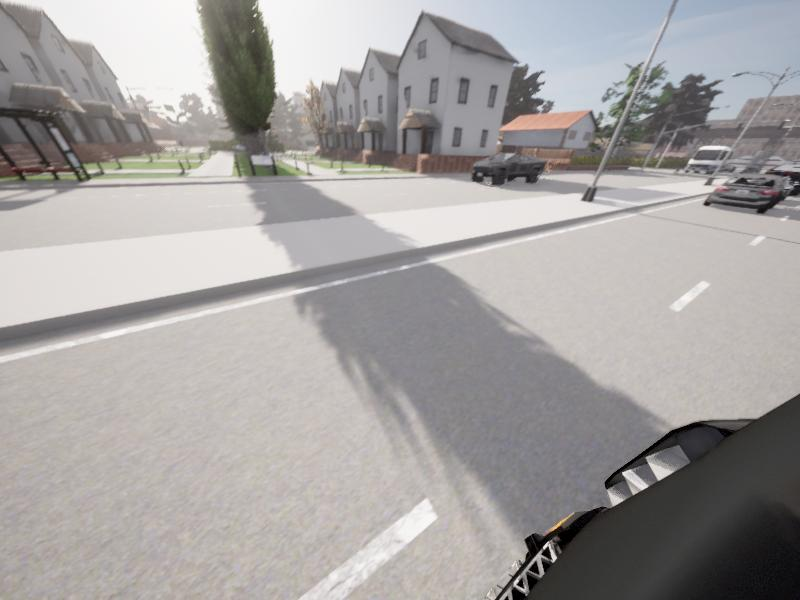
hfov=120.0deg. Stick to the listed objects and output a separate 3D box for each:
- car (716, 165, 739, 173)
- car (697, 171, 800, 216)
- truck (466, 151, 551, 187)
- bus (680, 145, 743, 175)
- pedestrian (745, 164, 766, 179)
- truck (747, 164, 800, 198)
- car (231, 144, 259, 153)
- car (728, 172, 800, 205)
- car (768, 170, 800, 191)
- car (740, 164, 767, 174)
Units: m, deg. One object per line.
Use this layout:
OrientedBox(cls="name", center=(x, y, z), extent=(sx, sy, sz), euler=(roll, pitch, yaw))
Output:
OrientedBox(cls="car", center=(73.739, -29.554, 51.963), extent=(4.181, 1.385, 1.994), euler=(-17, 38, -26))
OrientedBox(cls="car", center=(19.116, -5.950, 12.615), extent=(4.611, 1.667, 2.242), euler=(-17, 38, -26))
OrientedBox(cls="truck", center=(8.595, -10.358, 18.235), extent=(6.274, 2.098, 2.390), euler=(-17, 38, -26))
OrientedBox(cls="bus", center=(57.622, -25.836, 42.735), extent=(10.273, 4.253, 3.944), euler=(-17, 38, -26))
OrientedBox(cls="pedestrian", center=(52.423, -18.929, 34.099), extent=(0.751, 1.860, 0.751), euler=(-12, 36, -20))
OrientedBox(cls="truck", center=(32.491, -10.127, 19.377), extent=(6.274, 2.098, 2.390), euler=(-17, 38, -26))
OrientedBox(cls="car", center=(-35.418, -34.749, 52.832), extent=(4.974, 1.542, 2.038), euler=(-15, 37, -24))
OrientedBox(cls="car", center=(24.962, -7.641, 15.664), extent=(4.974, 1.542, 2.038), euler=(-17, 38, -26))
OrientedBox(cls="car", center=(40.038, -12.151, 23.420), extent=(4.974, 1.542, 2.038), euler=(-17, 38, -26))
OrientedBox(cls="car", center=(75.631, -28.038, 49.429), extent=(4.553, 1.767, 2.097), euler=(-17, 38, -26))
